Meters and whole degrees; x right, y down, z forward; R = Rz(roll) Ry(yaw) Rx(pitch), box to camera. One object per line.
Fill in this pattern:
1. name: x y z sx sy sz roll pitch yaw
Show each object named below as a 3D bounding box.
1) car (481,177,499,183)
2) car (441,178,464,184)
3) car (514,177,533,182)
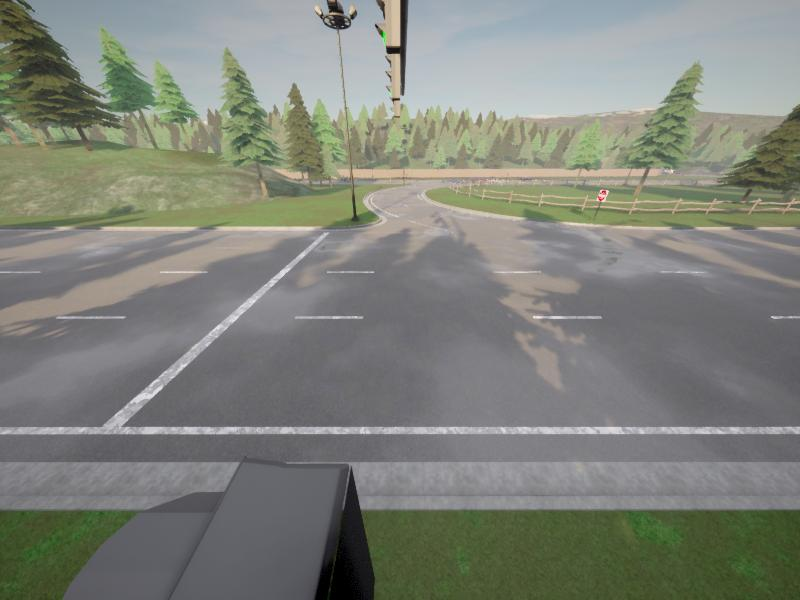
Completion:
1. car: 24.935 -33.251 63.992 3.988 1.617 1.851 0 30 0
2. car: 13.785 -31.388 60.978 5.357 1.411 2.033 0 30 0
3. car: 37.419 -36.643 70.166 4.718 1.301 1.895 0 30 0
